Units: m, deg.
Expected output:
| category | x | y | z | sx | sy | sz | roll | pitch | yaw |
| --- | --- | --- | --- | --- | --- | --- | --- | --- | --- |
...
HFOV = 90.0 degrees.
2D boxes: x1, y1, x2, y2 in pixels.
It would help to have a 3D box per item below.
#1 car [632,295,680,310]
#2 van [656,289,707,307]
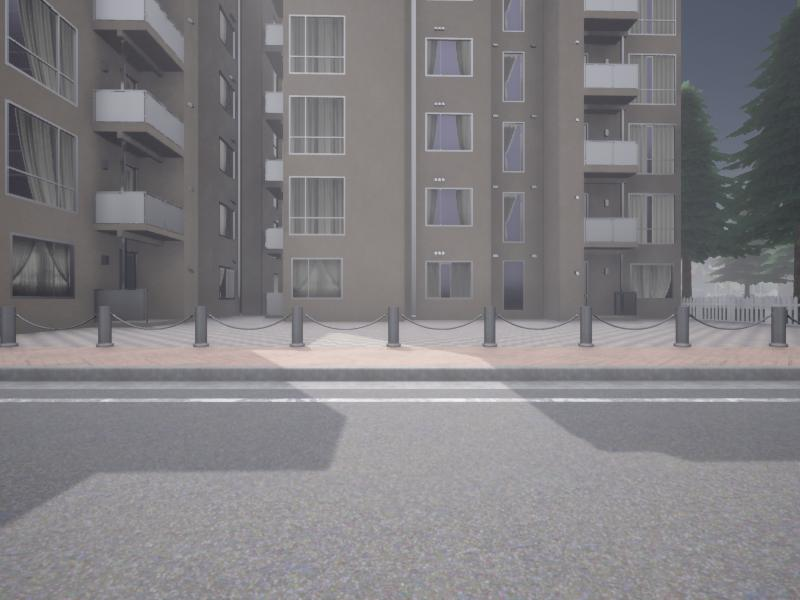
| category | x | y | z | sx | sy | sz | roll | pitch | yaw |
| --- | --- | --- | --- | --- | --- | --- | --- | --- | --- |
| car | 27.302 | 0.262 | 42.876 | 1.837 | 1.490 | 4.892 | 0 | 1 | -2 |
| van | 40.253 | -0.277 | 57.331 | 5.915 | 2.561 | 1.988 | 0 | 0 | -1 |
